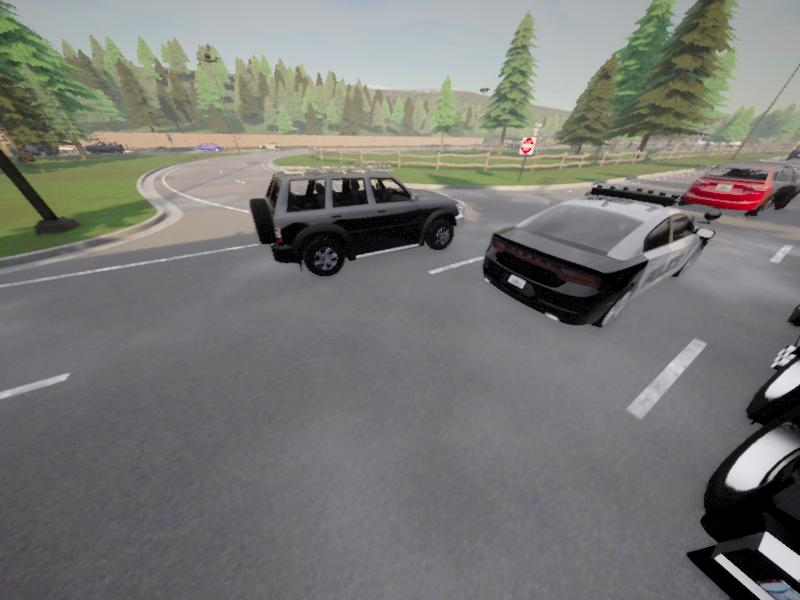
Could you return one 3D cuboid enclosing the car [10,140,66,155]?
[{"bbox_3d":[-56.602,-23.947,36.252,3.866,1.878,1.905,-18,39,-24],"label":"car"}]

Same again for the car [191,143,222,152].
[{"bbox_3d":[-39.820,-31.572,47.768,4.514,1.525,2.007,-18,39,-25],"label":"car"}]

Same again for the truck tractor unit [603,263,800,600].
[{"bbox_3d":[5.108,-0.303,0.791,6.516,4.208,3.053,-18,39,-24],"label":"truck tractor unit"}]

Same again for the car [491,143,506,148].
[{"bbox_3d":[34.136,-53.486,79.986,4.792,1.488,2.163,-18,39,-25],"label":"car"}]

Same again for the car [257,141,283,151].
[{"bbox_3d":[-29.565,-35.103,52.577,4.605,1.855,1.932,-18,39,-25],"label":"car"}]

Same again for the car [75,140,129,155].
[{"bbox_3d":[-47.745,-24.526,37.189,4.605,1.855,1.932,-18,39,-25],"label":"car"}]

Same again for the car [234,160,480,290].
[{"bbox_3d":[-0.735,-2.037,5.276,4.605,1.855,1.932,-17,39,-27],"label":"car"}]

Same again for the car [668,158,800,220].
[{"bbox_3d":[14.059,-4.648,9.371,4.611,1.667,2.242,-14,38,-20],"label":"car"}]

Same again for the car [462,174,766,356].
[{"bbox_3d":[3.919,-1.158,4.280,5.238,1.638,1.930,-18,39,-24],"label":"car"}]
